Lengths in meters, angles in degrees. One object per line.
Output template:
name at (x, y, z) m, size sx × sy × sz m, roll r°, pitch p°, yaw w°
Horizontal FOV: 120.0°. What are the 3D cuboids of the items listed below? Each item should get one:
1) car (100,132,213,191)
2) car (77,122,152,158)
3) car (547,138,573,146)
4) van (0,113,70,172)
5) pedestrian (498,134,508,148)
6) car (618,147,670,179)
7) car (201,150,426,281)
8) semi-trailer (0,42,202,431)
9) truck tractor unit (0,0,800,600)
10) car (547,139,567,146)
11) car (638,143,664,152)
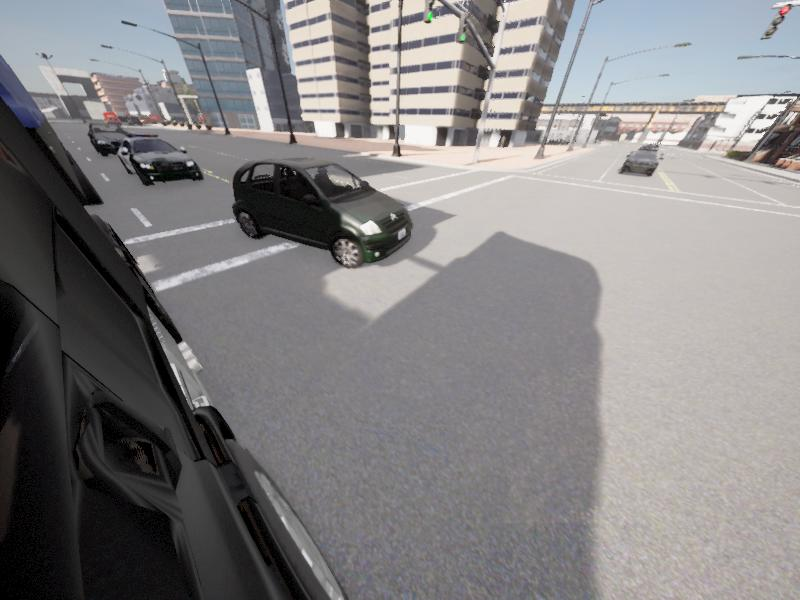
car at (-10.384, -6.055, 9.815) m, size 4.974 × 1.542 × 2.038 m, roll 28°, pitch 44°, yaw 30°
car at (-19.012, -10.717, 15.386) m, size 4.611 × 1.667 × 2.242 m, roll 28°, pitch 44°, yaw 30°
car at (43.499, -43.038, 62.828) m, size 5.238 × 1.638 × 1.930 m, roll 26°, pitch 43°, yaw 29°
van at (-18.143, -7.647, 11.067) m, size 4.442 × 1.987 × 1.775 m, roll 28°, pitch 44°, yaw 30°
pedestrian at (17.167, -26.406, 38.445) m, size 0.751 × 1.860 × 0.751 m, roll -21°, pitch 43°, yaw -28°
car at (18.409, -10.558, 17.588) m, size 1.930 × 1.638 × 5.238 m, roll 28°, pitch 44°, yaw 30°
car at (-1.724, -2.059, 4.963) m, size 3.988 × 1.617 × 1.851 m, roll 19°, pitch 40°, yaw 20°
semi-trailer at (-8.699, -3.602, 4.230) m, size 14.254 × 4.402 × 2.717 m, roll 28°, pitch 44°, yaw 30°
truck tractor unit at (-2.645, -0.295, 0.351) m, size 6.516 × 4.208 × 3.053 m, roll 28°, pitch 44°, yaw 30°
car at (41.266, -41.390, 60.690) m, size 3.806 × 1.475 × 1.970 m, roll 26°, pitch 43°, yaw 29°
car at (56.287, -34.303, 51.921) m, size 2.128 × 1.511 × 4.902 m, roll 16°, pitch 39°, yaw 17°
